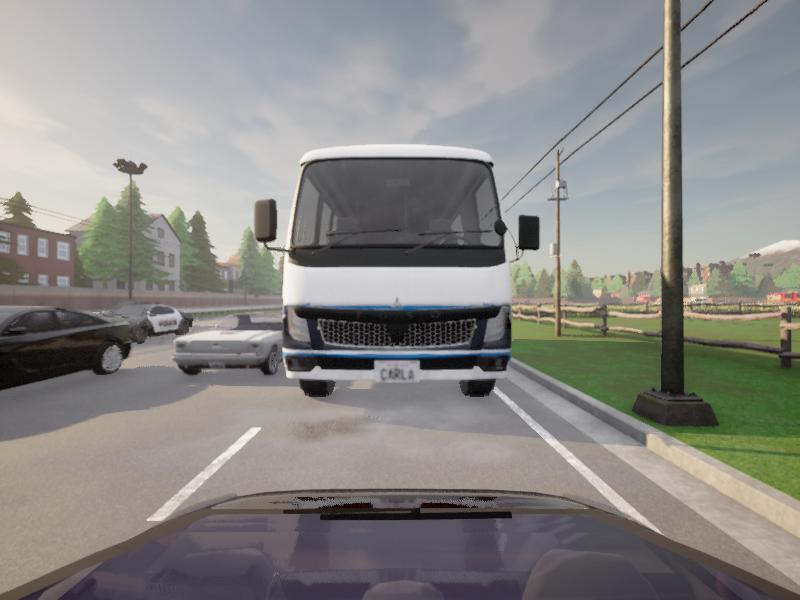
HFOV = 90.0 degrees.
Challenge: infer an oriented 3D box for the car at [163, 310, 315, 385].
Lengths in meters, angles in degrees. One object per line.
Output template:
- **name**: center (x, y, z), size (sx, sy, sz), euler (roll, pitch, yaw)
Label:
- **car**: center (-3.561, 0.957, 9.955), size (1.895, 1.301, 4.718), euler (0, 0, 0)

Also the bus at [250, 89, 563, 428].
- **bus**: center (0.058, -0.521, 10.167), size (3.944, 4.253, 10.273), euler (0, 0, 0)

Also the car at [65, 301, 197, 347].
- **car**: center (-10.592, 0.846, 16.363), size (2.038, 1.542, 4.974), euler (0, 0, 0)

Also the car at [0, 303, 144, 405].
- **car**: center (-7.046, 0.833, 7.061), size (1.882, 1.535, 5.008), euler (0, 0, 0)

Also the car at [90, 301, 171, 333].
- **car**: center (-14.125, 0.845, 21.256), size (1.789, 1.549, 3.705), euler (0, 0, 0)
